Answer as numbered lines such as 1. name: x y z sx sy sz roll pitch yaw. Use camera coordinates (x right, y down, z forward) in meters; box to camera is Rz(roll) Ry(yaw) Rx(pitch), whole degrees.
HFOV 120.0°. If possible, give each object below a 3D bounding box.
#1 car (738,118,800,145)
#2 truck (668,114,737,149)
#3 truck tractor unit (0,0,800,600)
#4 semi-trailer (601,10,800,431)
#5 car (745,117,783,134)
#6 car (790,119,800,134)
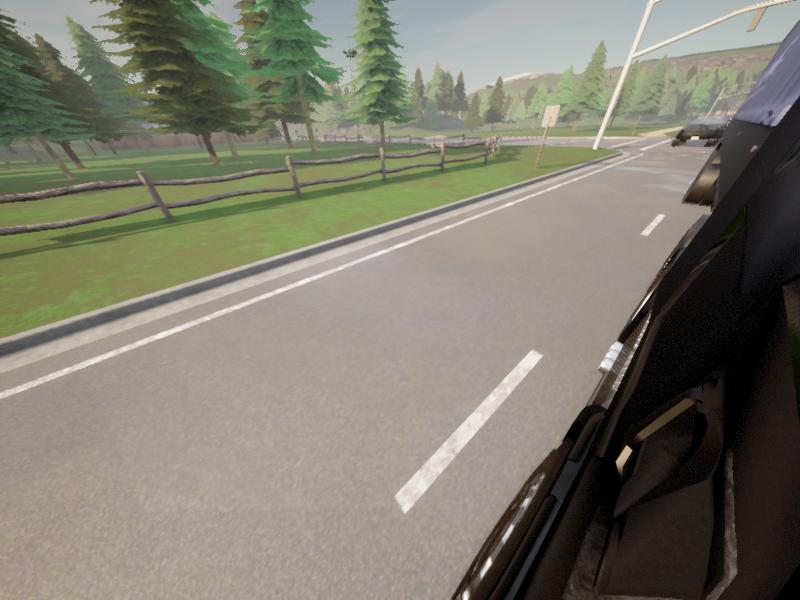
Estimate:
1. car: 31.865 -14.698 20.065 5.027 1.651 2.152 -28 44 -30
2. truck: 25.495 -14.253 19.446 6.274 2.098 2.390 -28 44 -30
3. truck tractor unit: 2.645 -0.295 0.351 6.516 4.208 3.053 -28 44 -30
4. semi-trailer: 8.547 -3.693 4.386 14.254 4.402 2.717 -30 45 -32
5. car: 45.980 -22.140 29.260 4.974 1.542 2.038 -28 44 -30
6. car: 47.050 -20.013 26.271 4.856 1.649 2.033 -28 44 -30
